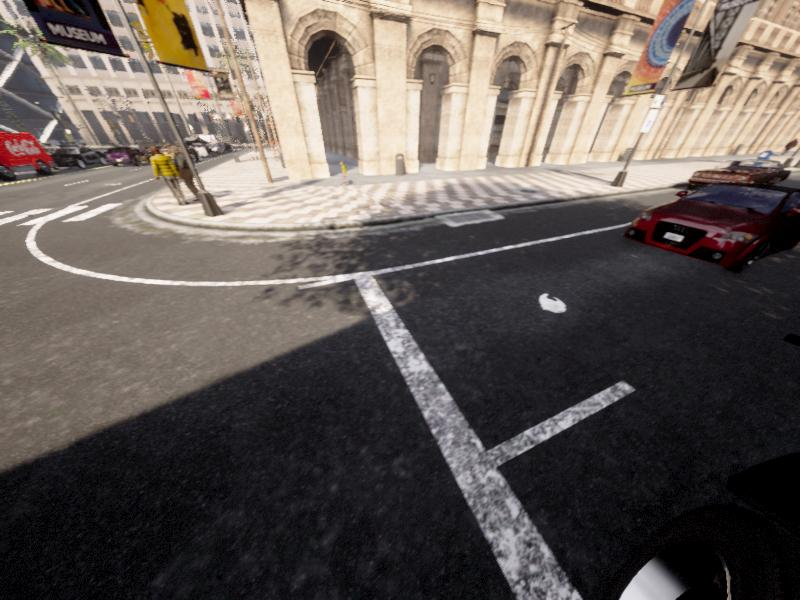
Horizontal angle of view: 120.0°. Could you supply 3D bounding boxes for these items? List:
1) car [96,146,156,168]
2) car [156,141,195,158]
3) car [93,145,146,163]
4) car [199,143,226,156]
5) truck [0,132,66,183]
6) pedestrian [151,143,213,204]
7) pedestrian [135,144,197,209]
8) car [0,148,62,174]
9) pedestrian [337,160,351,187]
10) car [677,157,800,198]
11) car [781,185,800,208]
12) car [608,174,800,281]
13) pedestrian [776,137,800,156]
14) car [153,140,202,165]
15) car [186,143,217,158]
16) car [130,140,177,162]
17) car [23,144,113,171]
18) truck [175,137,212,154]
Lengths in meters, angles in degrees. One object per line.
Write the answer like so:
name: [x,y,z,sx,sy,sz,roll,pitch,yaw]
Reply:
car: [-25.034,-13.322,21.377,1.816,1.474,4.193,-13,38,-18]
car: [-29.824,-20.241,30.965,1.930,1.638,5.238,-13,37,-17]
car: [-30.906,-16.305,25.674,1.994,1.385,4.181,-12,37,-17]
car: [-27.514,-22.270,34.106,1.895,1.301,4.718,-13,37,-18]
truck: [-25.458,-8.949,14.379,2.627,2.467,5.204,-14,38,-18]
pedestrian: [-7.885,-4.626,8.482,0.751,1.860,0.751,-8,36,-11]
pedestrian: [-7.950,-4.245,7.947,0.751,1.860,0.751,-24,42,-30]
car: [-31.222,-11.300,18.623,2.033,1.411,5.357,-13,38,-18]
pedestrian: [-2.757,-6.264,11.425,0.500,1.100,0.500,-5,36,-7]
car: [16.312,-5.986,11.112,4.718,1.301,1.895,-13,38,-18]
car: [17.296,-4.211,8.561,4.181,1.385,1.994,-13,38,-18]
car: [7.602,-1.915,5.361,4.181,1.385,1.994,-13,38,-18]
pedestrian: [45.881,-18.048,27.195,0.751,1.860,0.751,-16,38,-21]
car: [-22.353,-15.063,23.464,1.932,1.855,4.605,-13,37,-18]
car: [-25.277,-19.138,29.499,1.845,1.501,3.633,-13,37,-18]
car: [-27.252,-16.688,25.752,1.905,1.878,3.866,-13,38,-18]
car: [-28.141,-12.404,19.953,1.930,1.638,5.238,-13,38,-18]
truck: [-32.865,-24.828,37.021,2.390,2.098,6.274,-13,37,-17]
